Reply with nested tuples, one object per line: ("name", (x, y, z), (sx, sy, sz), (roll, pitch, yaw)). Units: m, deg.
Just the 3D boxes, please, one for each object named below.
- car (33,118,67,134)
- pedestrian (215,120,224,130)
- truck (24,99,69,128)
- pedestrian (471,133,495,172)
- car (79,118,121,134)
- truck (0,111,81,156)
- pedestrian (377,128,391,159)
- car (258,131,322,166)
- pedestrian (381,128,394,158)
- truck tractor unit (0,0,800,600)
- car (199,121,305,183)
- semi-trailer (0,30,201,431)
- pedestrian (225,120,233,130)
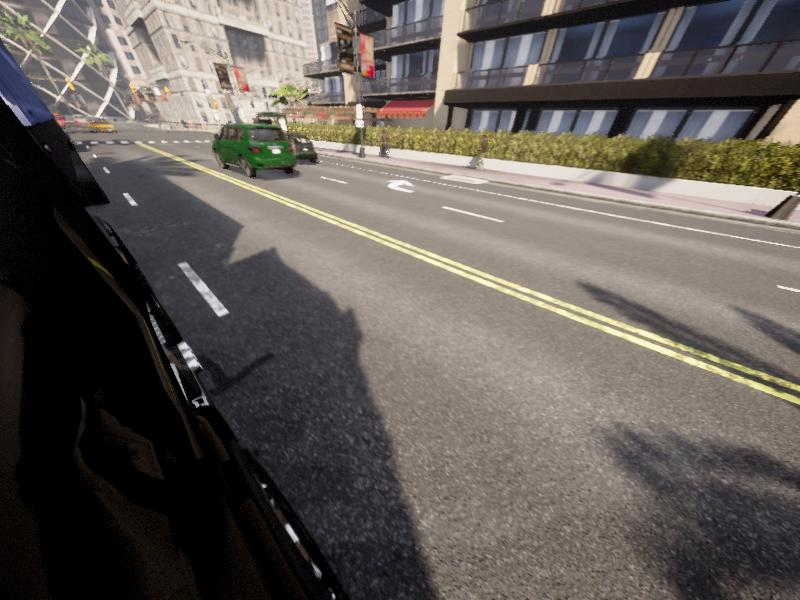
("car", (-44.517, -22.197, 29.445), (3.705, 1.549, 1.789), (29, 44, 31))
("pedestrian", (-40.945, -39.752, 52.456), (0.751, 1.860, 0.751), (28, 44, 30))
("truck", (-65.443, -34.655, 42.990), (8.468, 3.827, 2.891), (29, 44, 31))
("pedestrian", (4.880, -8.733, 13.668), (0.751, 1.860, 0.751), (22, 41, 24))
("car", (-43.257, -25.073, 33.316), (5.366, 1.575, 1.801), (19, 39, 21))
("truck", (-24.334, -11.310, 15.597), (6.274, 2.098, 2.390), (29, 44, 31))
("pedestrian", (-1.156, -11.725, 17.321), (0.751, 1.860, 0.751), (16, 39, 17))
("car", (-7.302, -10.109, 15.339), (3.988, 1.617, 1.851), (29, 44, 31))
("pedestrian", (-0.958, -12.109, 17.843), (0.751, 1.860, 0.751), (-17, 41, -24))
("truck tractor unit", (-2.645, -0.295, 0.352), (6.516, 4.208, 3.053), (28, 44, 30))
("car", (-7.461, -7.584, 11.602), (5.566, 2.045, 2.150), (29, 44, 31))
("semi-trailer", (-8.639, -3.633, 4.302), (14.254, 4.402, 2.717), (29, 44, 31))
("pedestrian", (-40.227, -41.205, 54.429), (0.751, 1.860, 0.751), (28, 44, 30))
